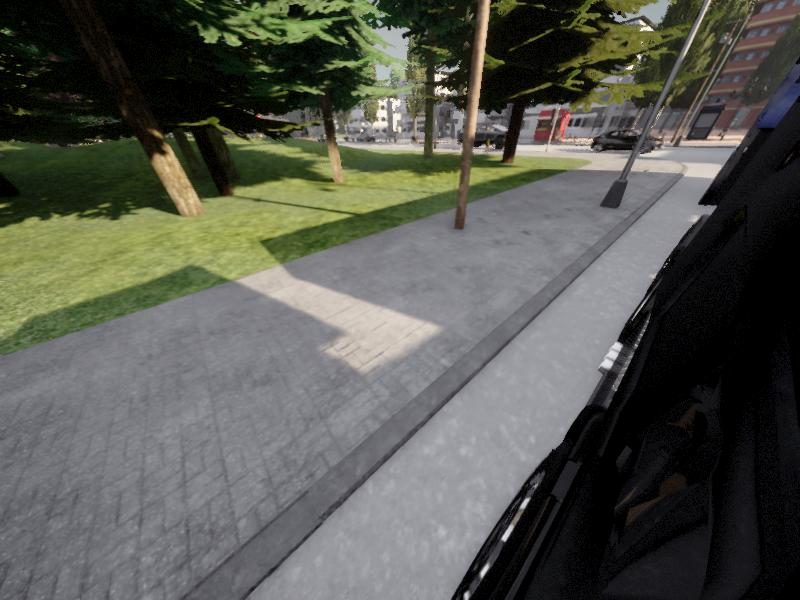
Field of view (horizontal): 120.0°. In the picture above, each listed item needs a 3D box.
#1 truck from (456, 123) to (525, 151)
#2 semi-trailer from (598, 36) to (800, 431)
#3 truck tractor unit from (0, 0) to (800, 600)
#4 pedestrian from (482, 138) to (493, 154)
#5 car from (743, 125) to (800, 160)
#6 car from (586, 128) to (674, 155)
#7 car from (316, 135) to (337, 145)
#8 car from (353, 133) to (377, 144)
[{"bbox_3d":[9.328,-17.282,24.513,2.390,2.098,6.274,-28,44,-30],"label":"truck"},{"bbox_3d":[8.718,-3.585,4.217,14.254,4.402,2.717,-28,43,-30],"label":"semi-trailer"},{"bbox_3d":[2.645,-0.295,0.351,6.516,4.208,3.053,-28,44,-30],"label":"truck tractor unit"},{"bbox_3d":[7.444,-13.179,19.750,0.500,1.100,0.500,-30,44,-32],"label":"pedestrian"},{"bbox_3d":[22.331,-8.290,12.146,1.812,1.442,4.674,-28,44,-30],"label":"car"},{"bbox_3d":[16.990,-11.892,17.304,1.816,1.474,4.193,-28,44,-30],"label":"car"},{"bbox_3d":[-15.575,-33.967,48.932,2.152,1.651,5.027,-27,43,-29],"label":"car"},{"bbox_3d":[-6.848,-31.693,45.297,1.930,1.638,5.238,-28,43,-30],"label":"car"}]
